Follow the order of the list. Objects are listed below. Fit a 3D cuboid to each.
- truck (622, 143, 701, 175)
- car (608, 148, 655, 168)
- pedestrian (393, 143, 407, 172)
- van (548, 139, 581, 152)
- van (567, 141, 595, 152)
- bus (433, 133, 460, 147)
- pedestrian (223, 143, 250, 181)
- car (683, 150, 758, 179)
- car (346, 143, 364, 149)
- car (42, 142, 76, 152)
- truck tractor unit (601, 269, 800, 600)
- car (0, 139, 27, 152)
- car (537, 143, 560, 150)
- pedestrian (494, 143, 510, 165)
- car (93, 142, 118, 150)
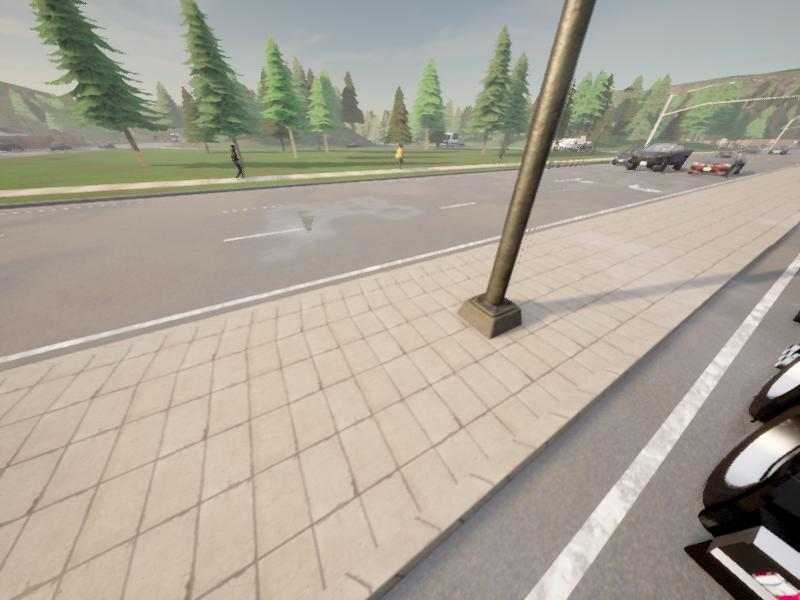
[{"bbox_3d":[23.130,-12.610,20.467,6.274,2.098,2.390,-18,39,-24],"label":"truck"},{"bbox_3d":[24.660,-15.201,24.631,3.988,1.617,1.851,-18,39,-24],"label":"car"},{"bbox_3d":[0.001,-11.269,18.252,0.751,1.860,0.751,-17,38,-23],"label":"pedestrian"},{"bbox_3d":[40.130,-38.014,56.679,1.988,2.561,5.915,-17,39,-24],"label":"van"},{"bbox_3d":[44.301,-37.589,56.581,2.069,2.038,4.480,-17,39,-24],"label":"van"},{"bbox_3d":[16.742,-58.687,84.720,3.944,4.253,10.273,-17,39,-24],"label":"bus"},{"bbox_3d":[-9.720,-8.213,13.782,0.751,1.860,0.751,-18,39,-24],"label":"pedestrian"},{"bbox_3d":[25.580,-10.900,18.447,5.027,1.651,2.152,-18,39,-24],"label":"car"},{"bbox_3d":[-13.129,-44.873,67.218,4.718,1.301,1.895,-25,42,-32],"label":"car"},{"bbox_3d":[-67.925,-30.610,46.109,1.837,1.490,4.892,-18,39,-24],"label":"car"},{"bbox_3d":[5.116,-0.297,0.764,6.516,4.208,3.053,-18,39,-24],"label":"truck tractor unit"},{"bbox_3d":[-74.014,-28.881,43.106,2.150,2.045,5.566,-18,39,-24],"label":"car"},{"bbox_3d":[42.169,-43.772,65.791,1.930,1.638,5.238,-17,39,-24],"label":"car"},{"bbox_3d":[10.171,-14.637,23.173,0.751,1.860,0.751,-17,38,-23],"label":"pedestrian"},{"bbox_3d":[-69.967,-36.765,54.987,2.128,1.511,4.902,-18,39,-24],"label":"car"}]
